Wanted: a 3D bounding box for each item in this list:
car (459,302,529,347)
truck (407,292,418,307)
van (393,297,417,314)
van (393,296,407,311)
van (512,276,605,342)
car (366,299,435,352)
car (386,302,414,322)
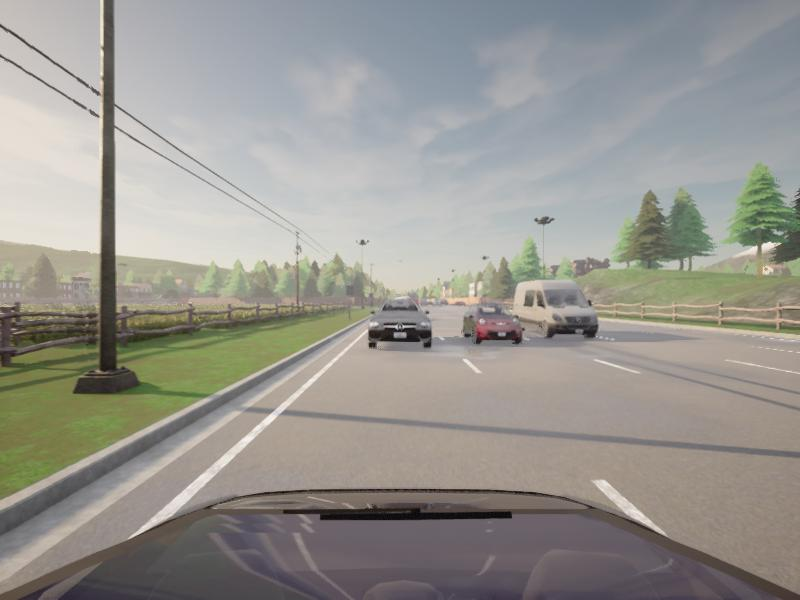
[{"bbox_3d":[3.499,0.853,15.531,1.845,1.501,3.633,0,0,0],"label":"car"},{"bbox_3d":[3.494,-0.140,112.742,2.891,3.827,8.468,0,0,0],"label":"truck"},{"bbox_3d":[0.591,0.658,51.504,2.069,2.038,4.480,0,0,-12],"label":"van"},{"bbox_3d":[-0.002,0.489,68.627,2.351,2.431,6.366,0,0,0],"label":"van"},{"bbox_3d":[6.995,0.354,18.551,1.988,2.561,5.915,0,0,0],"label":"van"},{"bbox_3d":[0.000,0.806,14.991,2.152,1.651,5.027,0,0,0],"label":"car"},{"bbox_3d":[0.001,0.905,32.513,2.163,1.488,4.792,0,0,0],"label":"car"}]
